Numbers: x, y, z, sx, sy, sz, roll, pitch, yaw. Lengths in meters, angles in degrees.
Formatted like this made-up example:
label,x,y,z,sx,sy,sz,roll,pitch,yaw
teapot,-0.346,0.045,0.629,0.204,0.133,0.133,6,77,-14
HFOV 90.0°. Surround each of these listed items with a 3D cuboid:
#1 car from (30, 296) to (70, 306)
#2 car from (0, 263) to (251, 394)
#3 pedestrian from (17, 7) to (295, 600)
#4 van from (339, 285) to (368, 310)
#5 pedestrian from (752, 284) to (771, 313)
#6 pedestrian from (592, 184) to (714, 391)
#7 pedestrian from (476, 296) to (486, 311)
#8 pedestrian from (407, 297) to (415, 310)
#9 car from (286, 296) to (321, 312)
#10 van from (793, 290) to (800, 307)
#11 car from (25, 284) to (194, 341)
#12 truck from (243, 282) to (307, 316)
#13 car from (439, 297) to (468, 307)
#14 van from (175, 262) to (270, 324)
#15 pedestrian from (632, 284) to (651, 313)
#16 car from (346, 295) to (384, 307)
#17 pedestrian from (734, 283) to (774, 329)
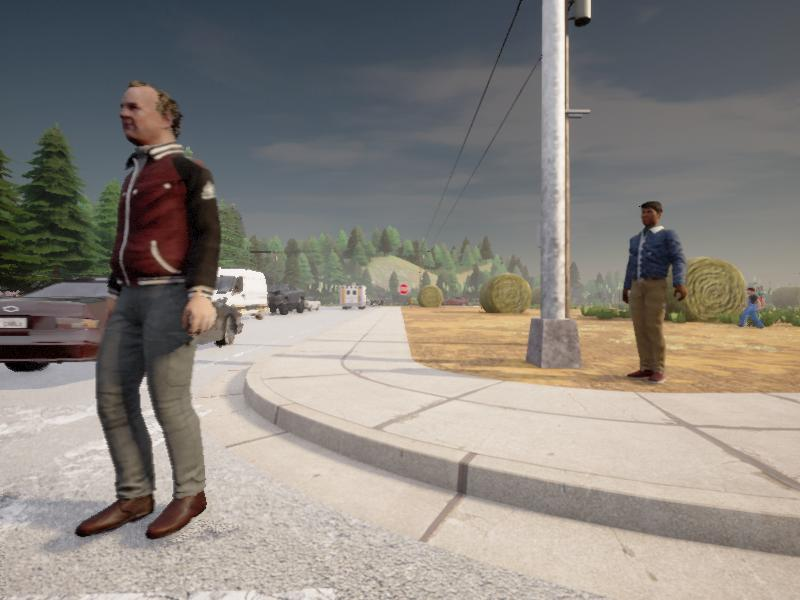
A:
label,x,y,z,sx,sy,sz,roll,pitch,yaw
car,-53.961,0.143,61.720,4.674,1.442,1.812,0,0,1
car,-4.475,0.306,6.980,2.033,1.411,5.357,0,0,-3
pedestrian,-1.001,0.040,1.725,0.751,1.860,0.751,0,0,29
van,-4.828,-0.223,42.549,2.351,2.431,6.366,0,0,0
pedestrian,23.477,-0.088,26.013,0.751,1.860,0.751,0,0,27
pedestrian,2.552,-0.113,4.087,0.751,1.860,0.751,0,0,-20
pedestrian,5.848,0.269,28.981,0.500,1.100,0.500,0,0,42
pedestrian,0.883,0.271,32.328,0.500,1.100,0.500,0,0,12
car,-8.325,0.338,34.910,1.895,1.301,4.718,0,0,0
van,60.702,-0.145,57.247,6.366,2.431,2.351,0,0,3
car,-8.235,0.310,11.943,1.994,1.385,4.181,0,0,0
truck,-8.266,-0.060,27.306,2.390,2.098,6.274,0,0,0
car,7.918,0.236,59.644,4.193,1.474,1.816,0,0,3
van,-8.261,-0.277,19.428,1.988,2.561,5.915,0,0,0
pedestrian,15.892,-0.102,26.333,0.751,1.860,0.751,0,0,-2
car,-4.905,0.146,56.721,5.238,1.638,1.930,0,0,3
pedestrian,10.443,0.177,11.825,0.751,1.300,0.751,0,0,32
